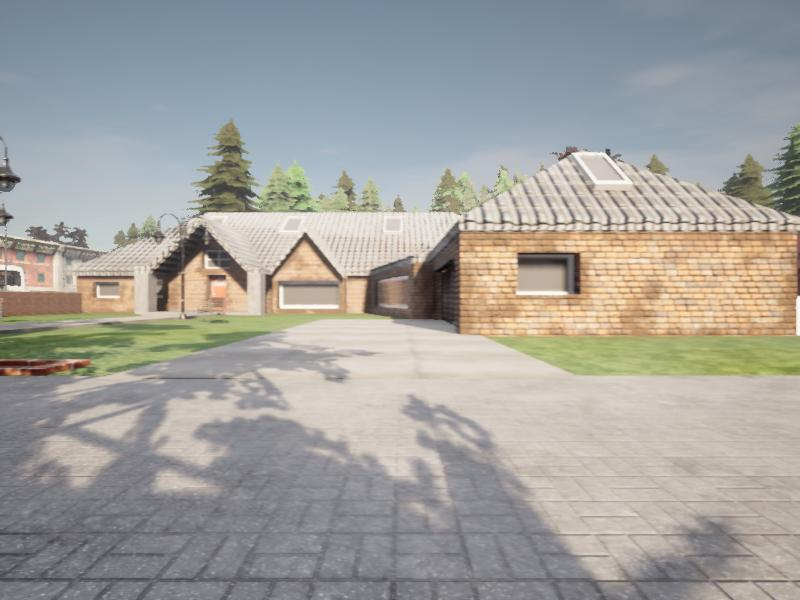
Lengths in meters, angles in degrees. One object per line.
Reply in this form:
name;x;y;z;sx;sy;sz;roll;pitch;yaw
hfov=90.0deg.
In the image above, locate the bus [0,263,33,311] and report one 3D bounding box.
bus;-37.099;-1.150;33.176;3.944;4.253;10.273;0;0;0
